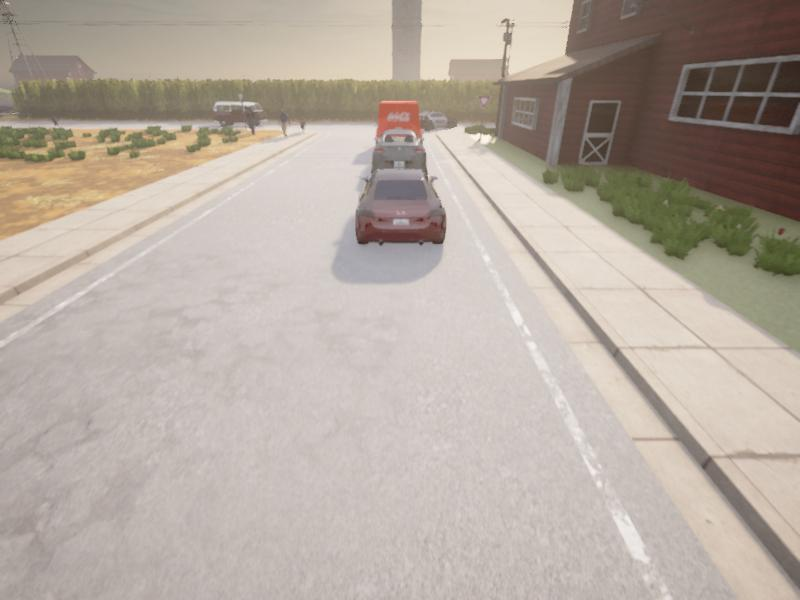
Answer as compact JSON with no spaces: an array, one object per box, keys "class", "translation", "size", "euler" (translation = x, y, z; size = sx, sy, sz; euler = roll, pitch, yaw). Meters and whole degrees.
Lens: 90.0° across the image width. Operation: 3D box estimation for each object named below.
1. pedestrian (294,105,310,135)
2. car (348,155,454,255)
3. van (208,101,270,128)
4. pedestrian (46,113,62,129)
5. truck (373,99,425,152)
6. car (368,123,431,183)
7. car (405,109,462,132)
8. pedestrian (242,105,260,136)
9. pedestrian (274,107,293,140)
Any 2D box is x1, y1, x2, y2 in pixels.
[{"class":"pedestrian","translation":[-6.847,-12.625,28.033],"size":[0.751,1.860,0.751],"euler":[1,28,1]},{"class":"car","translation":[-0.009,-2.504,9.723],"size":[1.994,1.385,4.181],"euler":[0,28,-1]},{"class":"van","translation":[-14.409,-16.735,36.048],"size":[4.480,2.038,2.069],"euler":[1,28,1]},{"class":"pedestrian","translation":[-27.776,-14.392,32.130],"size":[0.500,1.100,0.500],"euler":[0,28,-1]},{"class":"truck","translation":[-0.047,-10.317,23.414],"size":[2.627,2.467,5.204],"euler":[0,28,0]},{"class":"car","translation":[-0.029,-6.163,16.415],"size":[2.152,1.651,5.027],"euler":[0,28,0]},{"class":"car","translation":[2.861,-15.258,33.867],"size":[2.038,1.542,4.974],"euler":[25,36,38]},{"class":"pedestrian","translation":[-9.994,-12.057,26.931],"size":[0.751,1.860,0.751],"euler":[-4,28,-9]},{"class":"pedestrian","translation":[-7.304,-11.136,25.196],"size":[0.751,1.860,0.751],"euler":[1,28,2]}]
